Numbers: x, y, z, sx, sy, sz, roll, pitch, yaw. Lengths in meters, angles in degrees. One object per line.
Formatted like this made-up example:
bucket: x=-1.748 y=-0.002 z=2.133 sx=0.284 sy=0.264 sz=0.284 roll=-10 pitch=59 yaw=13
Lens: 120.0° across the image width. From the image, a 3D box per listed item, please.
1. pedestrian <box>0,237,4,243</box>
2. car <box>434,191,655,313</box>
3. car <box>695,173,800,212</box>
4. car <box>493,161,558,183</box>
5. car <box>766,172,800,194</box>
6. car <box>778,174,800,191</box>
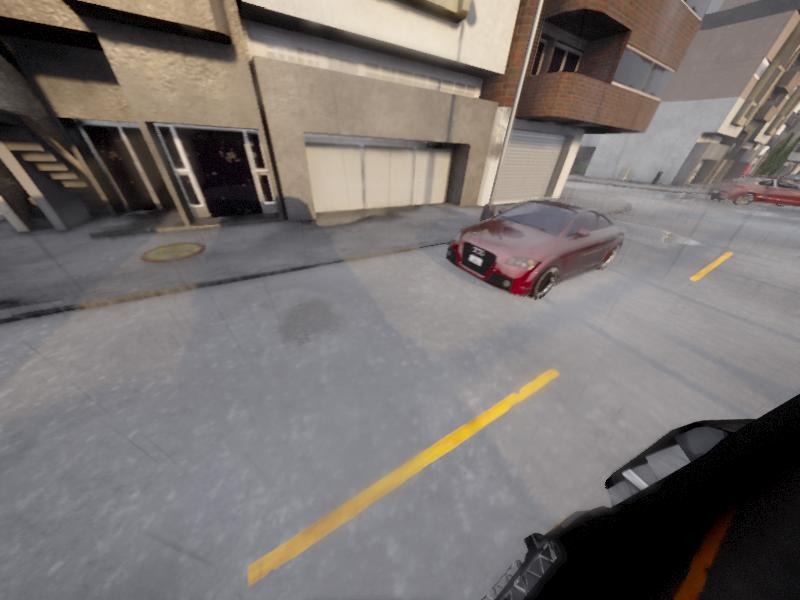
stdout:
pedestrian: x=-8.587 y=-1.753 z=3.980 sx=0.751 sy=1.860 sz=0.751 roll=-8 pitch=35 yaw=-17
car: x=3.110 y=-1.385 z=5.066 sx=4.181 sy=1.385 sz=1.994 roll=-16 pitch=38 yaw=-27
car: x=23.215 y=-6.792 z=14.625 sx=5.027 sy=1.651 sz=2.152 roll=12 pitch=35 yaw=13
car: x=12.160 y=-12.729 z=22.857 sx=2.033 sy=1.411 sz=5.357 roll=-16 pitch=38 yaw=-26
car: x=41.788 y=-12.450 z=24.511 sx=4.553 sy=1.767 sz=2.097 roll=-16 pitch=38 yaw=-26
car: x=47.935 y=-14.102 z=27.697 sx=5.366 sy=1.575 sz=1.801 roll=-16 pitch=38 yaw=-26
